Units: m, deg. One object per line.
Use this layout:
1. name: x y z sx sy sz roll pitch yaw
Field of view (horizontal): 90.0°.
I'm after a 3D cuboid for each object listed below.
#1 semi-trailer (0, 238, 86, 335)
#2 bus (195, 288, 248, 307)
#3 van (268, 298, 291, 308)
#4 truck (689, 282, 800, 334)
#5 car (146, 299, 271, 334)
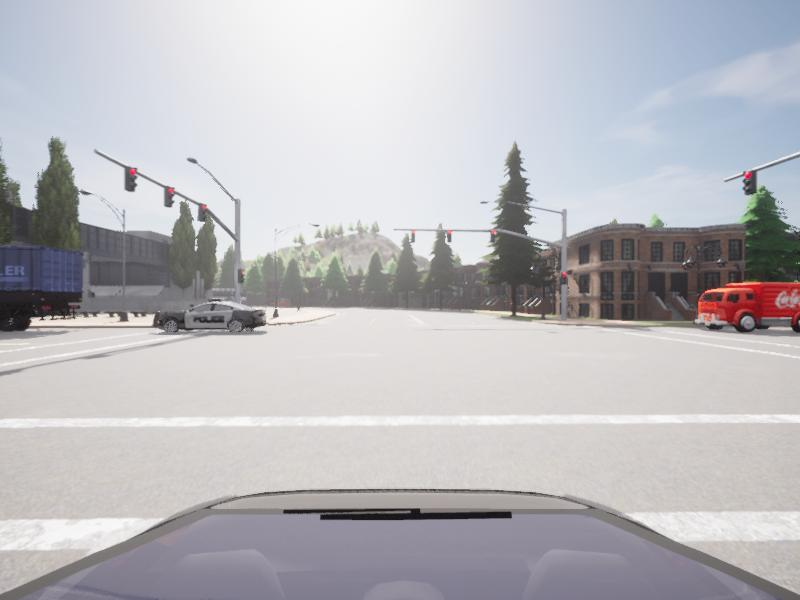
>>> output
1. semi-trailer: -23.643 -0.617 19.534 14.254 4.402 2.717 0 0 -1
2. bus: -40.076 -0.521 90.020 10.273 4.253 3.944 0 0 4
3. van: -24.733 0.617 82.198 4.442 1.987 1.775 0 0 27
4. truck: 18.290 0.365 20.447 5.204 2.467 2.627 0 0 -1
5. car: -9.347 0.775 19.842 5.238 1.638 1.930 0 0 -1
